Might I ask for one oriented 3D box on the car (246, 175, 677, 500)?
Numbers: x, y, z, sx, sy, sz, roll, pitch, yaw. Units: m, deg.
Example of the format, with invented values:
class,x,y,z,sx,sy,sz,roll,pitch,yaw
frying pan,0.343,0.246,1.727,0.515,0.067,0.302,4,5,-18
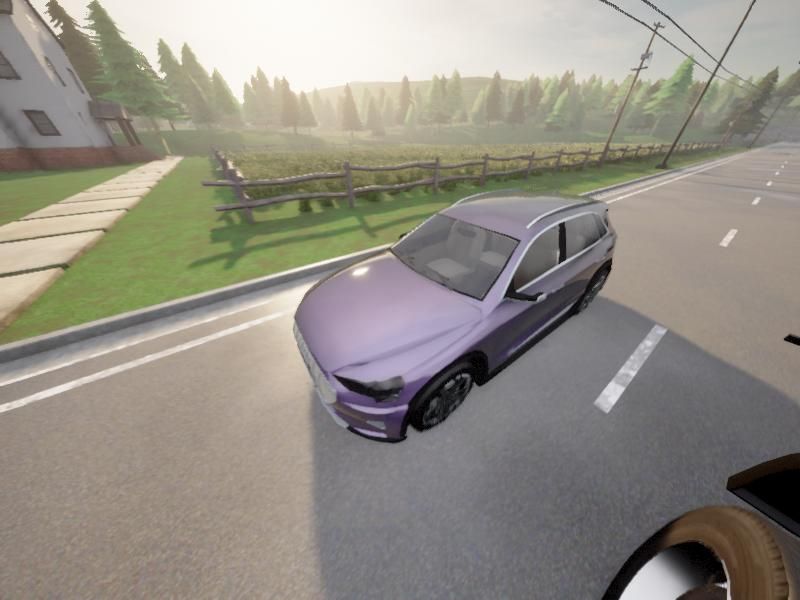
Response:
class,x,y,z,sx,sy,sz,roll,pitch,yaw
car,1.124,-0.435,3.101,4.856,1.649,2.033,-22,41,-28
